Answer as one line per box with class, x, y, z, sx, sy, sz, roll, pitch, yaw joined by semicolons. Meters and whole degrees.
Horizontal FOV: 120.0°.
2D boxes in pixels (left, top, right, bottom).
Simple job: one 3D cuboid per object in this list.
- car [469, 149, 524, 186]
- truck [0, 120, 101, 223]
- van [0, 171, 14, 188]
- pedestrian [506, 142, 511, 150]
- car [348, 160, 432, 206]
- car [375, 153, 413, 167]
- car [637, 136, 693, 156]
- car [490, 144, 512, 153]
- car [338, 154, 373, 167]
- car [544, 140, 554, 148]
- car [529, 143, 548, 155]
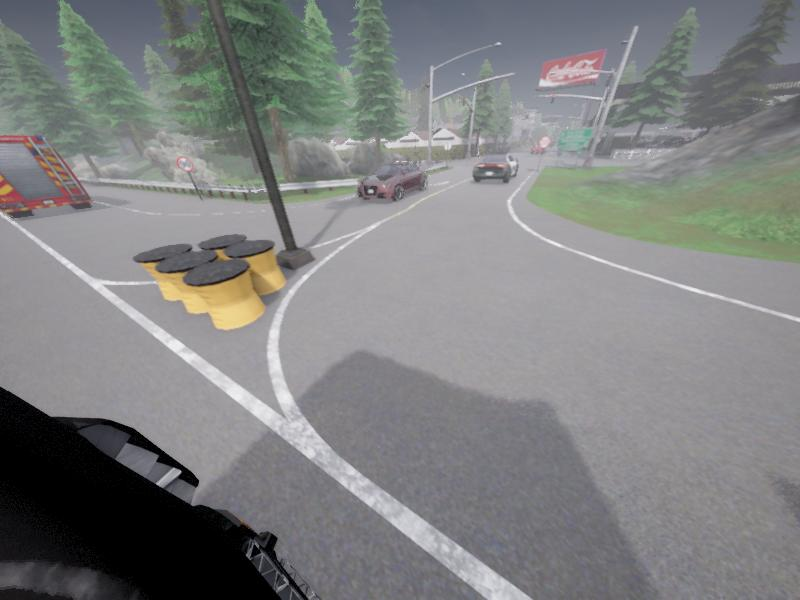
car;6.132;-8.374;14.430;2.038;1.542;4.974;16;38;26
truck;-20.820;-7.008;12.591;8.468;3.827;2.891;18;39;28
van;-48.431;-14.306;27.203;4.480;2.038;2.069;15;37;27
pedestrian;28.708;-40.656;60.955;0.751;1.860;0.751;9;35;16
car;-0.266;-5.834;11.249;1.994;1.385;4.181;17;39;27
car;-0.819;-19.673;32.388;4.792;1.488;2.163;16;38;26
car;33.089;-19.323;29.057;3.866;1.878;1.905;16;38;25
car;25.568;-38.520;58.854;4.892;1.490;1.837;6;35;17
car;-6.857;-21.442;35.445;5.008;1.535;1.882;16;38;26
car;47.801;-50.201;74.116;2.150;2.045;5.566;16;38;26
car;24.000;-26.158;40.017;2.242;1.667;4.611;17;38;25
